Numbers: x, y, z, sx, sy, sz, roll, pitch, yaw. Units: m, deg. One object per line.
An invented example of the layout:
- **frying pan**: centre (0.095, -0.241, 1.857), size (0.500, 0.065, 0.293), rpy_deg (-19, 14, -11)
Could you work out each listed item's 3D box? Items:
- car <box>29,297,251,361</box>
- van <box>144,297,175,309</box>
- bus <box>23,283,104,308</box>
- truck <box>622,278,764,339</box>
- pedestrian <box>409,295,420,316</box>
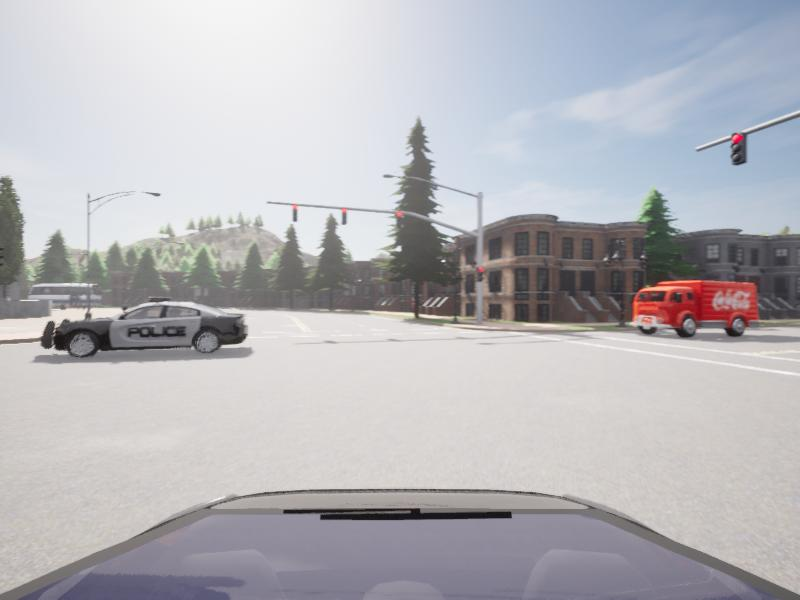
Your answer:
- **car**: centre (-7.300, 0.746, 11.961), size (5.238, 1.638, 1.930), rpy_deg (0, 0, -17)
- **van**: centre (-38.762, 0.468, 64.568), size (4.442, 1.987, 1.775), rpy_deg (0, 0, 18)
- **bus**: centre (-58.529, -0.724, 69.843), size (10.273, 4.253, 3.944), rpy_deg (0, 0, -9)
- **truck**: centre (13.312, 0.395, 18.289), size (5.204, 2.467, 2.627), rpy_deg (1, 0, -17)
- **pedestrian**: centre (1.295, 0.479, 34.816), size (0.751, 1.860, 0.751), rpy_deg (0, 0, -18)
